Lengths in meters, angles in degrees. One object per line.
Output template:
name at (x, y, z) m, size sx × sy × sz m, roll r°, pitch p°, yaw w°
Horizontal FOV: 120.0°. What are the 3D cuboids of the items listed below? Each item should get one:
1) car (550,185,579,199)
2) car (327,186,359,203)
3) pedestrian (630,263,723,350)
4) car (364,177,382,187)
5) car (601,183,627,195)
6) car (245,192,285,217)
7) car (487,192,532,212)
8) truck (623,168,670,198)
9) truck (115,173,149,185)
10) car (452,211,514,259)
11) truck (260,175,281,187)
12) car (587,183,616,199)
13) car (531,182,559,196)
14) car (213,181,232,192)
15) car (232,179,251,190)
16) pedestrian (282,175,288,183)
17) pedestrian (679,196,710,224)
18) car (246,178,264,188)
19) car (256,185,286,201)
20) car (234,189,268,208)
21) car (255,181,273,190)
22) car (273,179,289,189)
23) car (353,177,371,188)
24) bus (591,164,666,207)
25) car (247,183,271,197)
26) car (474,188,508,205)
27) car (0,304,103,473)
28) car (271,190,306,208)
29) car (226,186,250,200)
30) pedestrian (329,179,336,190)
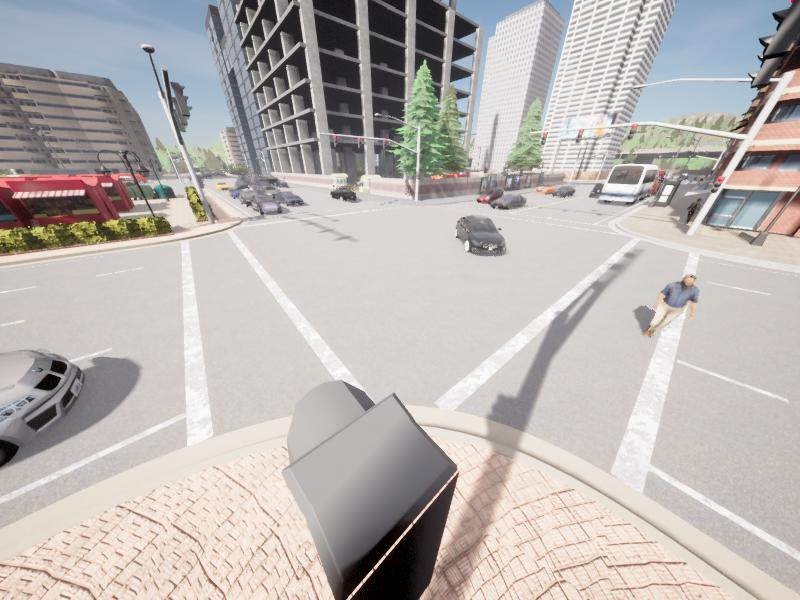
car at (24.666, -16.202, 34.567) m, size 4.892 × 1.490 × 1.837 m, roll -23°, pitch 37°, yaw -33°
car at (-7.723, -14.272, 31.077) m, size 1.882 × 1.535 × 5.008 m, roll -23°, pitch 37°, yaw -34°
pedestrian at (6.648, 0.170, 5.691) m, size 0.751 × 1.860 × 0.751 m, roll 25°, pitch 38°, yaw 36°
car at (-5.875, -25.875, 50.553) m, size 1.905 × 1.878 × 3.866 m, roll -23°, pitch 37°, yaw -34°
car at (36.103, -18.722, 38.890) m, size 5.366 × 1.575 × 1.801 m, roll -23°, pitch 37°, yaw -34°
car at (-13.363, -9.559, 22.824) m, size 2.033 × 1.649 × 4.856 m, roll -23°, pitch 37°, yaw -34°
car at (12.124, -10.887, 25.468) m, size 5.357 × 1.411 × 2.033 m, roll -23°, pitch 37°, yaw -34°
truck at (38.913, -18.603, 36.395) m, size 8.468 × 3.827 × 2.891 m, roll -23°, pitch 37°, yaw -34°
truck at (-69.738, -31.606, 60.276) m, size 5.204 × 2.467 × 2.627 m, roll -23°, pitch 37°, yaw -34°
car at (4.447, -3.937, 13.284) m, size 1.837 × 1.490 × 4.892 m, roll 0°, pitch 30°, yaw 1°
truck at (-30.214, -27.803, 53.953) m, size 2.390 × 2.098 × 6.274 m, roll -23°, pitch 37°, yaw -34°
car at (29.977, -16.300, 34.369) m, size 3.866 × 1.878 × 1.905 m, roll -23°, pitch 37°, yaw -34°
car at (23.753, -18.225, 37.785) m, size 4.553 × 1.767 × 2.097 m, roll -23°, pitch 37°, yaw -34°
car at (-32.795, -20.969, 42.676) m, size 1.882 × 1.535 × 5.008 m, roll -23°, pitch 37°, yaw -34°
car at (-31.965, -23.229, 46.487) m, size 1.930 × 1.638 × 5.238 m, roll -23°, pitch 37°, yaw -34°
pedestrian at (-31.217, -32.924, 62.714) m, size 0.751 × 1.860 × 0.751 m, roll -23°, pitch 37°, yaw -34°
pedestrian at (22.430, -6.845, 17.647) m, size 0.751 × 1.860 × 0.751 m, roll -26°, pitch 39°, yaw -37°
car at (-32.368, -26.160, 51.584) m, size 2.152 × 1.651 × 5.027 m, roll -23°, pitch 37°, yaw -34°
car at (-17.959, -14.993, 32.193) m, size 2.242 × 1.667 × 4.611 m, roll -23°, pitch 37°, yaw -34°
car at (-17.514, -11.947, 27.107) m, size 2.163 × 1.488 × 4.792 m, roll -23°, pitch 37°, yaw -34°
car at (-27.697, -23.301, 46.885) m, size 1.994 × 1.385 × 4.181 m, roll -23°, pitch 37°, yaw -34°
car at (-25.200, -24.619, 48.975) m, size 1.789 × 1.549 × 3.705 m, roll -23°, pitch 37°, yaw -34°
car at (-8.128, -24.929, 48.916) m, size 1.905 × 1.878 × 3.866 m, roll -23°, pitch 37°, yaw -34°
bus at (29.081, -14.753, 29.311) m, size 10.273 × 4.253 × 3.944 m, roll -23°, pitch 37°, yaw -34°
car at (-22.626, -17.680, 36.992) m, size 2.038 × 1.542 × 4.974 m, roll -23°, pitch 37°, yaw -34°
car at (11.361, -12.966, 28.857) m, size 3.988 × 1.617 × 1.851 m, roll -23°, pitch 37°, yaw -34°
car at (-7.986, 1.961, 2.938) m, size 4.611 × 1.667 × 2.242 m, roll -22°, pitch 37°, yaw -34°
car at (-13.316, -12.140, 27.528) m, size 2.033 × 1.411 × 5.357 m, roll -23°, pitch 37°, yaw -34°
car at (-23.000, -15.176, 32.705) m, size 1.816 × 1.474 × 4.193 m, roll -23°, pitch 37°, yaw -34°
pedestrian at (-12.367, -21.237, 42.466) m, size 0.751 × 1.860 × 0.751 m, roll -24°, pitch 38°, yaw -35°
